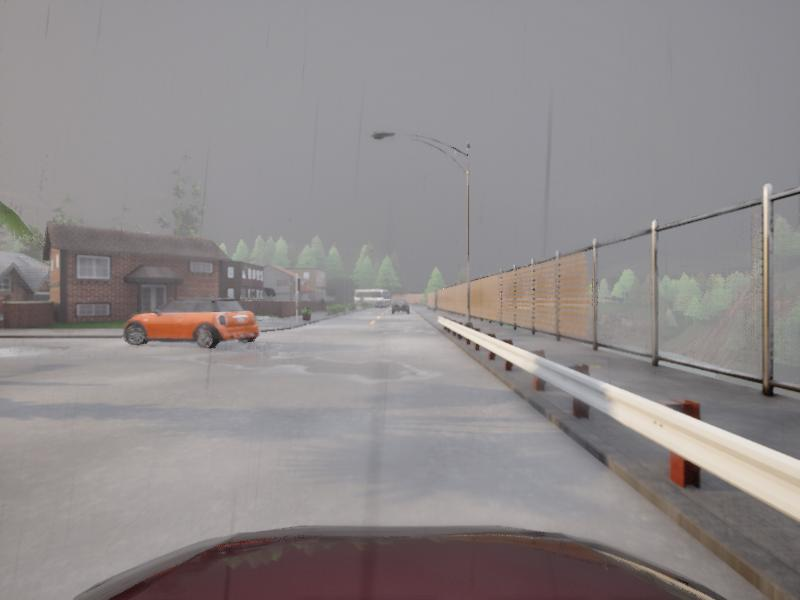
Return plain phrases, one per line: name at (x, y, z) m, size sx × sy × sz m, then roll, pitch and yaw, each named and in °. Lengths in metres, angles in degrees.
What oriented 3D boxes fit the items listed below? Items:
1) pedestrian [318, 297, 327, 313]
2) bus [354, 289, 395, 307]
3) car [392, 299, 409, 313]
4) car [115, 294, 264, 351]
pedestrian at (-8.852, 0.570, 45.666) m, size 0.751 × 1.860 × 0.751 m, roll 0°, pitch 0°, yaw 8°
bus at (-6.523, -0.459, 99.951) m, size 10.273 × 4.253 × 3.944 m, roll 0°, pitch 0°, yaw 40°
car at (0.094, 0.735, 50.930) m, size 2.097 × 1.767 × 4.553 m, roll 0°, pitch 0°, yaw 0°
car at (-7.430, 0.706, 14.240) m, size 4.553 × 1.767 × 2.097 m, roll 0°, pitch 0°, yaw 18°
